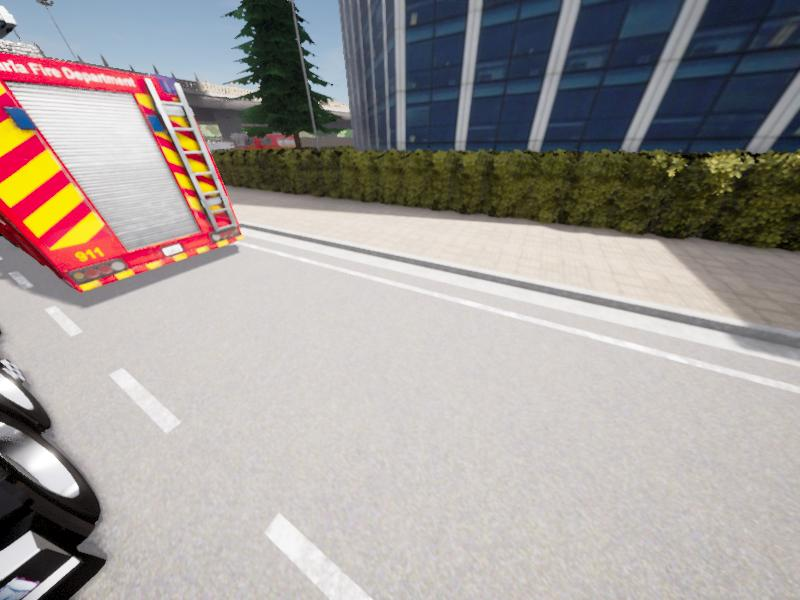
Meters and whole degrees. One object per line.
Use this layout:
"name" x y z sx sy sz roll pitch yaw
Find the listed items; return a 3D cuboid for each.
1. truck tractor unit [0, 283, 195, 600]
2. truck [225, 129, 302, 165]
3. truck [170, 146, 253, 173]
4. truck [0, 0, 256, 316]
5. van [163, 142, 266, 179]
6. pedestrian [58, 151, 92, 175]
"truck tractor unit" -5.160 -0.231 0.844 6.516 4.208 3.053 15 35 25
"truck" -18.755 -21.646 32.674 2.891 3.827 8.468 16 38 23
"truck" -20.028 -15.352 25.067 2.390 2.098 6.274 16 38 23
"truck" -8.166 -3.123 5.532 8.468 3.827 2.891 16 38 23
"van" -16.100 -12.627 20.725 2.351 2.431 6.366 18 38 26
"pedestrian" -30.180 -12.767 21.478 0.751 1.860 0.751 4 35 7
